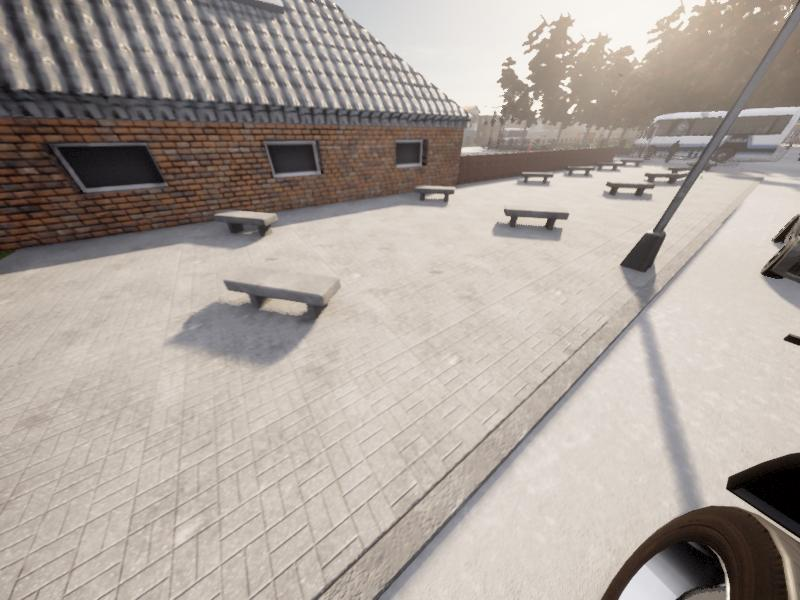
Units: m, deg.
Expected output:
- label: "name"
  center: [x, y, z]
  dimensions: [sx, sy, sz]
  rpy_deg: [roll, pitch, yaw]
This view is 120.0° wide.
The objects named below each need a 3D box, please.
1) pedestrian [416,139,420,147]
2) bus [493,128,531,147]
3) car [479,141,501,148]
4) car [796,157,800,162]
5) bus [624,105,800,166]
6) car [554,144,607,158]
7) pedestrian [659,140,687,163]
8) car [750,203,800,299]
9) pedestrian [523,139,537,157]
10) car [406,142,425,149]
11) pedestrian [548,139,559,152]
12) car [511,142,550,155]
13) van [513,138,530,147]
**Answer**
- label: "pedestrian"
  center: [4.608, -40.197, 59.153]
  dimensions: [0.751, 1.860, 0.751]
  rpy_deg: [-16, 38, -21]
- label: "bus"
  center: [31.749, -46.086, 65.467]
  dimensions: [10.273, 4.253, 3.944]
  rpy_deg: [-21, 40, -27]
- label: "car"
  center: [22.233, -38.453, 57.172]
  dimensions: [5.357, 1.411, 2.033]
  rpy_deg: [-21, 40, -27]
- label: "car"
  center: [43.683, -15.448, 23.942]
  dimensions: [3.866, 1.878, 1.905]
  rpy_deg: [-21, 40, -28]
- label: "bus"
  center: [30.902, -16.688, 23.725]
  dimensions: [10.273, 4.253, 3.944]
  rpy_deg: [28, 44, 35]
- label: "car"
  center: [25.115, -20.977, 32.339]
  dimensions: [2.033, 1.411, 5.357]
  rpy_deg: [-22, 40, -27]
- label: "pedestrian"
  center: [25.891, -14.101, 21.927]
  dimensions: [0.751, 1.860, 0.751]
  rpy_deg: [-12, 37, -16]
- label: "car"
  center: [9.059, -1.217, 4.123]
  dimensions: [4.611, 1.667, 2.242]
  rpy_deg: [-23, 41, -27]
- label: "pedestrian"
  center: [16.562, -19.327, 29.421]
  dimensions: [0.751, 1.860, 0.751]
  rpy_deg: [-17, 39, -23]
- label: "car"
  center: [3.709, -38.508, 57.451]
  dimensions: [1.895, 1.301, 4.718]
  rpy_deg: [-27, 43, -32]
- label: "pedestrian"
  center: [25.834, -26.022, 38.870]
  dimensions: [0.751, 1.860, 0.751]
  rpy_deg: [-22, 40, -28]
- label: "car"
  center: [20.900, -24.544, 37.305]
  dimensions: [1.882, 1.535, 5.008]
  rpy_deg: [-22, 41, -28]
- label: "van"
  center: [32.974, -42.845, 62.826]
  dimensions: [4.442, 1.987, 1.775]
  rpy_deg: [-24, 41, -29]
